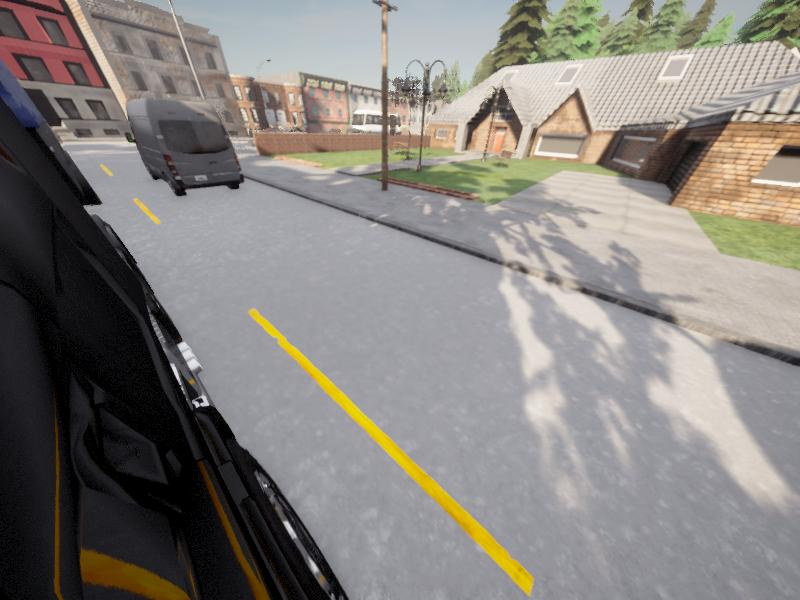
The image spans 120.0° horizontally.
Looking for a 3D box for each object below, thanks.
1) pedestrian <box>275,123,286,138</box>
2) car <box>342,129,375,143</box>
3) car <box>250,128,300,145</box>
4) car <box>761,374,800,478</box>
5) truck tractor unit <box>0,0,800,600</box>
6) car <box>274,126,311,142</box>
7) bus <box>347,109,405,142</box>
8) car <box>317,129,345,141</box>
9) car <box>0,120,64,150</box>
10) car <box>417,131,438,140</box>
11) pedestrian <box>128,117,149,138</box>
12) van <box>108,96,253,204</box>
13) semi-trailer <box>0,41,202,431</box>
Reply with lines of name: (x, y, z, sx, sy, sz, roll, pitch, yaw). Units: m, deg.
pedestrian: (-17.906, -25.461, 34.727, 0.751, 1.860, 0.751, 22, 41, 24)
car: (-6.227, -25.129, 35.373, 2.242, 1.667, 4.611, 28, 44, 30)
car: (-14.612, -19.315, 27.298, 1.812, 1.442, 4.674, 28, 44, 30)
car: (4.903, 1.785, 0.428, 4.181, 1.385, 1.994, 28, 44, 30)
truck tractor unit: (-2.645, -0.295, 0.352, 6.516, 4.208, 3.053, 28, 44, 30)
car: (-14.840, -22.959, 32.005, 1.851, 1.617, 3.988, 28, 44, 30)
bus: (-3.966, -31.245, 41.515, 3.944, 4.253, 10.273, 28, 44, 30)
car: (-10.729, -25.716, 35.997, 1.845, 1.501, 3.633, 28, 44, 30)
car: (-26.884, -10.986, 15.361, 1.882, 1.535, 5.008, 28, 44, 30)
car: (6.356, -37.322, 52.476, 1.801, 1.575, 5.366, 28, 44, 30)
pedestrian: (-28.260, -18.615, 24.965, 0.751, 1.860, 0.751, 30, 45, 32)
van: (-8.263, -5.714, 8.641, 5.915, 2.561, 1.988, 29, 44, 31)
semi-trailer: (-8.718, -3.589, 4.213, 14.254, 4.402, 2.717, 28, 44, 30)
